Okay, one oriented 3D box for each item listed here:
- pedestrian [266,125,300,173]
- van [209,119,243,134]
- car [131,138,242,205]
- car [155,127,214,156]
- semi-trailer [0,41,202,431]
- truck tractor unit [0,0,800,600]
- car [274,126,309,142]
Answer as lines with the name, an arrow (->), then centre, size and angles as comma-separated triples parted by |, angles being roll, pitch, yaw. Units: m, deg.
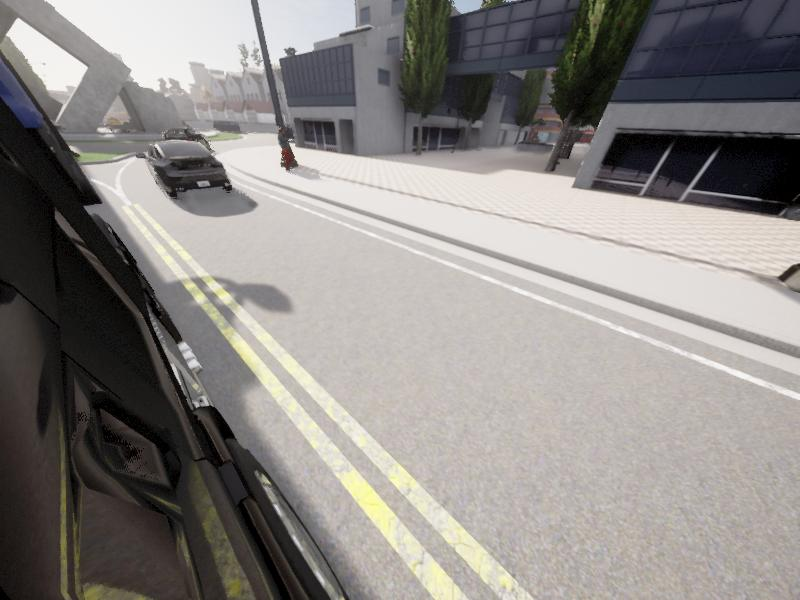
pedestrian -> -5.553, -7.222, 11.104 | 0.751, 1.860, 0.751 | 8, 37, 7
van -> -32.991, -32.927, 43.851 | 4.442, 1.987, 1.775 | -6, 38, -12
car -> -7.895, -4.901, 8.442 | 4.892, 1.490, 1.837 | 31, 45, 33
car -> -15.814, -11.891, 17.224 | 1.789, 1.549, 3.705 | -11, 39, -16
semi-trailer -> -8.712, -3.598, 4.211 | 14.254, 4.402, 2.717 | 28, 44, 30
truck tractor unit -> -2.645, -0.295, 0.351 | 6.516, 4.208, 3.053 | 28, 44, 30
car -> -15.184, -23.514, 32.732 | 2.152, 1.651, 5.027 | 5, 37, 4
